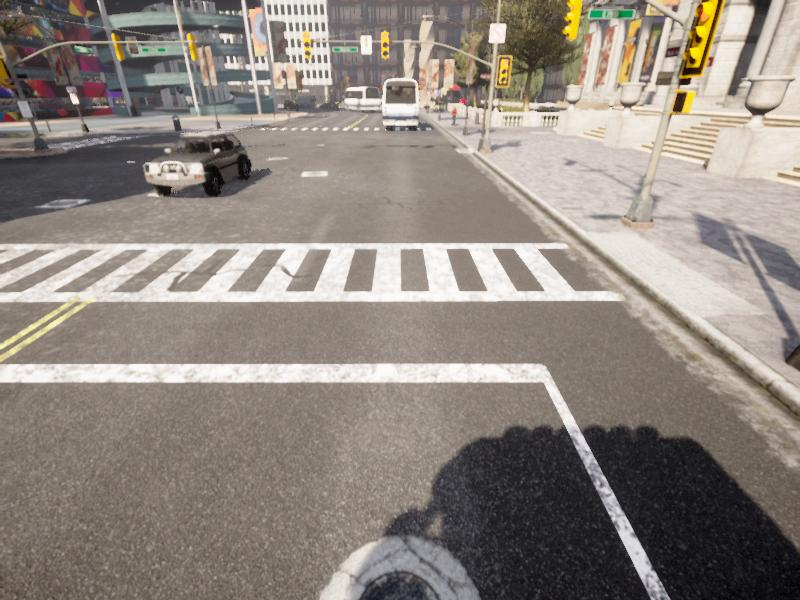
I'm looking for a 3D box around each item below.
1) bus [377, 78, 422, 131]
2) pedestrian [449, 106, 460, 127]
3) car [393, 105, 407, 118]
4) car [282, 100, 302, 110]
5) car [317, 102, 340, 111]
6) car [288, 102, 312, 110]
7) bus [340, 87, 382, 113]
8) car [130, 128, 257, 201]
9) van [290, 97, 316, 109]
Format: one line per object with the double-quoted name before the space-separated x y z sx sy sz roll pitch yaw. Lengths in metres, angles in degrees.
"bus" -0.040 -19.722 40.351 3.944 4.253 10.273 0 27 0
"pedestrian" 5.393 -18.389 39.988 0.751 1.860 0.751 -7 28 -13
"car" -0.020 -28.791 60.985 2.038 1.542 4.974 -1 27 -2
"car" -24.183 -43.539 89.323 3.866 1.878 1.905 16 31 28
"car" -15.564 -42.165 87.230 5.027 1.651 2.152 23 35 38
"car" -23.068 -44.868 92.492 5.027 1.651 2.152 14 30 25
"bus" -7.505 -38.185 76.284 3.944 4.253 10.273 -14 30 -25
"car" -6.973 -4.980 14.262 1.932 1.855 4.605 0 26 0
"van" -23.201 -47.307 95.880 5.915 2.561 1.988 14 30 25
